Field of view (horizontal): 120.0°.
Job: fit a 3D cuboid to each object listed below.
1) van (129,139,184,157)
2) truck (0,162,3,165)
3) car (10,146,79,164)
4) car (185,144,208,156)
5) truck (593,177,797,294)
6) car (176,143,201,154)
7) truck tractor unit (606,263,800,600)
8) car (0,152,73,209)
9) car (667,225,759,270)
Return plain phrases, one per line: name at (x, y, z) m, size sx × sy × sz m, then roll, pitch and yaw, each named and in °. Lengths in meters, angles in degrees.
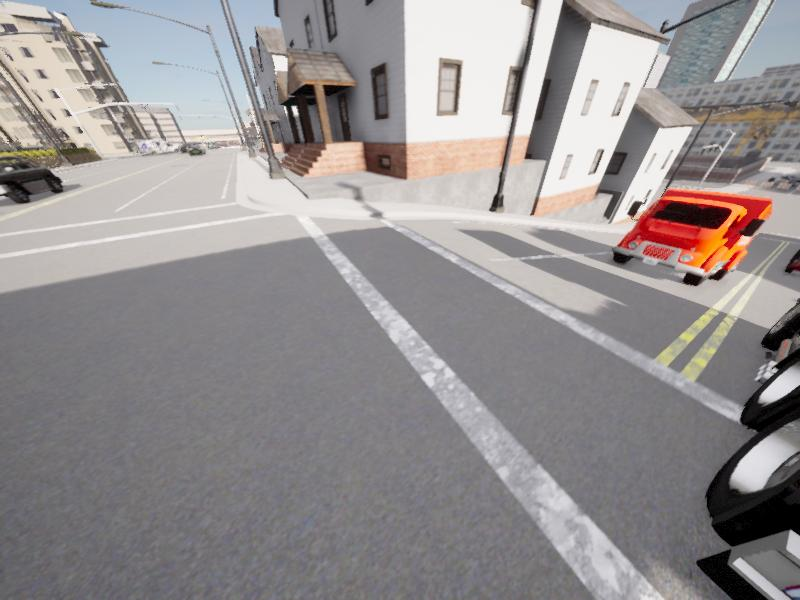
van at (-45.626, -28.795, 43.577) m, size 2.351 × 2.431 × 6.366 m, roll 19°, pitch 41°, yaw 26°
truck at (-66.712, -21.199, 33.236) m, size 8.468 × 3.827 × 2.891 m, roll -20°, pitch 39°, yaw -22°
car at (-57.594, -23.705, 37.650) m, size 5.566 × 2.045 × 2.150 m, roll -20°, pitch 39°, yaw -22°
car at (-34.007, -25.190, 38.725) m, size 2.038 × 1.542 × 4.974 m, roll -20°, pitch 39°, yaw -23°
truck at (9.627, -2.167, 7.673) m, size 5.204 × 2.467 × 2.627 m, roll -8°, pitch 33°, yaw -31°
car at (-39.563, -28.297, 43.202) m, size 3.988 × 1.617 × 1.851 m, roll 20°, pitch 42°, yaw 27°
truck tractor unit at (5.201, -0.145, 0.964) m, size 6.516 × 4.208 × 3.053 m, roll -12°, pitch 36°, yaw -28°
car at (-18.499, -5.622, 10.724) m, size 1.932 × 1.855 × 4.605 m, roll -20°, pitch 40°, yaw -23°
car at (15.523, -2.634, 11.447) m, size 4.193 × 1.474 × 1.816 m, roll -8°, pitch 34°, yaw -31°
